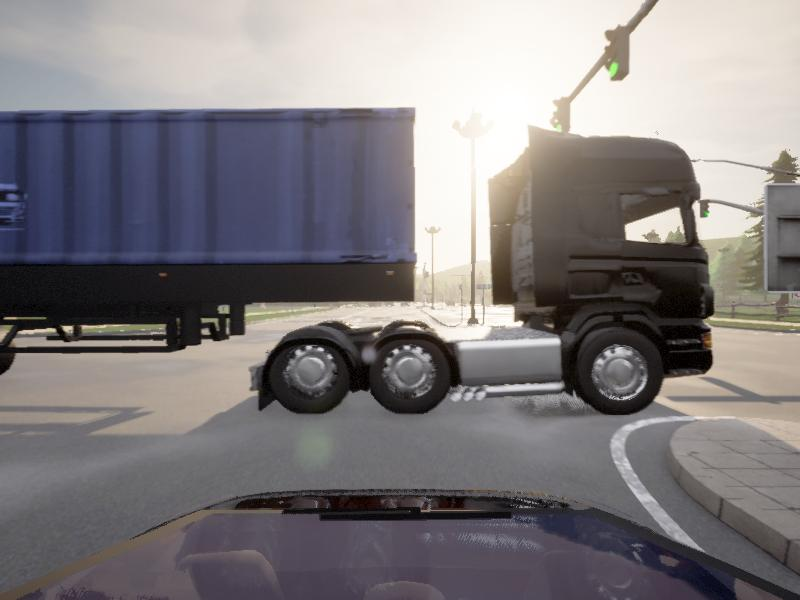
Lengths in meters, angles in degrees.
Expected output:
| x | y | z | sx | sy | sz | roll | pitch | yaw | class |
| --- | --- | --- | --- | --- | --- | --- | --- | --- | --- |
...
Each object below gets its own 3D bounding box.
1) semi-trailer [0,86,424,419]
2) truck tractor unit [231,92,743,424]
| x | y | z | sx | sy | sz | roll | pitch | yaw | class |
| --- | --- | --- | --- | --- | --- | --- | --- | --- | --- |
| -6.807 | -0.629 | 6.654 | 14.254 | 4.402 | 2.717 | 0 | 0 | 0 | semi-trailer |
| 1.108 | -0.535 | 6.639 | 6.516 | 4.208 | 3.053 | 0 | 0 | 0 | truck tractor unit |
